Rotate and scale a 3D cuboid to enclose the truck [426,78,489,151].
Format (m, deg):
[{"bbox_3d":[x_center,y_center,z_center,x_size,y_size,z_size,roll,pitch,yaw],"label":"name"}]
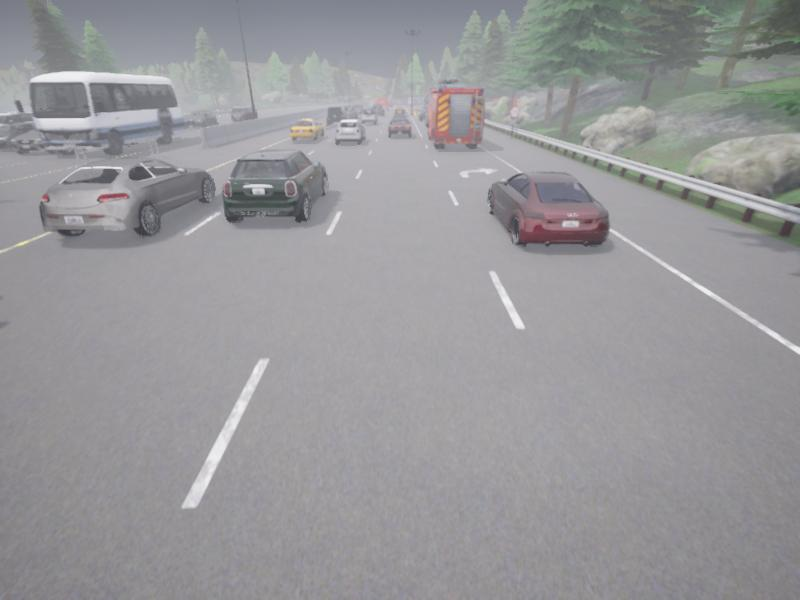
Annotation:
[{"bbox_3d":[3.490,-12.526,26.809,2.891,3.827,8.468,0,27,0],"label":"truck"}]

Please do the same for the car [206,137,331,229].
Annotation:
[{"bbox_3d":[-3.502,-3.642,11.799,2.097,1.767,4.553,0,27,0],"label":"car"}]

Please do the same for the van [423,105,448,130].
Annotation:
[{"bbox_3d":[3.484,-18.287,39.988,2.069,2.038,4.480,0,27,0],"label":"van"}]

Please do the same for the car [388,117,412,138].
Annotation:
[{"bbox_3d":[-0.012,-14.462,33.386,1.895,1.301,4.718,0,27,0],"label":"car"}]

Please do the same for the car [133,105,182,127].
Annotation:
[{"bbox_3d":[-28.021,-21.443,46.464,2.150,2.045,5.566,0,27,0],"label":"car"}]

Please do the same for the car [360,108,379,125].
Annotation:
[{"bbox_3d":[-3.518,-21.349,46.500,1.851,1.617,3.988,0,27,0],"label":"car"}]

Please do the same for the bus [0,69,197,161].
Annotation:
[{"bbox_3d":[-17.394,-11.663,24.872,3.944,4.253,10.273,0,28,0],"label":"bus"}]

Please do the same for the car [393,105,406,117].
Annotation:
[{"bbox_3d":[-0.062,-30.201,63.784,1.882,1.535,5.008,0,27,0],"label":"car"}]

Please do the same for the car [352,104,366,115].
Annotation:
[{"bbox_3d":[-7.083,-33.271,69.743,2.033,1.649,4.856,0,28,0],"label":"car"}]

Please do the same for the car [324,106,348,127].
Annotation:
[{"bbox_3d":[-7.017,-20.328,44.234,1.905,1.878,3.866,0,27,0],"label":"car"}]

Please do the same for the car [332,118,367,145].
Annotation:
[{"bbox_3d":[-3.508,-12.044,28.514,1.970,1.475,3.806,0,27,0],"label":"car"}]

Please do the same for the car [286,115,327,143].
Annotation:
[{"bbox_3d":[-7.011,-13.122,30.539,1.801,1.575,5.366,0,27,0],"label":"car"}]

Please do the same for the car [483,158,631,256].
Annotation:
[{"bbox_3d":[3.496,-2.498,9.960,1.994,1.385,4.181,0,27,0],"label":"car"}]

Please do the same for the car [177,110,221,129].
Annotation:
[{"bbox_3d":[-21.016,-19.027,42.094,2.242,1.667,4.611,0,27,0],"label":"car"}]

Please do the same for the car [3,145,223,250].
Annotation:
[{"bbox_3d":[-7.003,-2.988,10.748,2.152,1.651,5.027,0,27,0],"label":"car"}]

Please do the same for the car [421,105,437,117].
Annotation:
[{"bbox_3d":[4.452,-28.872,61.132,1.789,1.549,3.705,6,28,13],"label":"car"}]

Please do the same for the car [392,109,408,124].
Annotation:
[{"bbox_3d":[-0.018,-21.489,46.818,1.845,1.501,3.633,0,27,0],"label":"car"}]

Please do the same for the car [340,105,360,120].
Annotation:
[{"bbox_3d":[-7.038,-26.506,56.515,2.242,1.667,4.611,0,27,0],"label":"car"}]

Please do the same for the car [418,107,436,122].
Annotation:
[{"bbox_3d":[3.473,-24.323,52.300,2.038,1.542,4.974,0,27,0],"label":"car"}]

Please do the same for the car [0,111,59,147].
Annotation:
[{"bbox_3d":[-28.011,-12.309,28.664,2.150,2.045,5.566,0,27,0],"label":"car"}]

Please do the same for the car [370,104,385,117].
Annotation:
[{"bbox_3d":[-3.567,-30.693,64.636,2.242,1.667,4.611,0,27,0],"label":"car"}]

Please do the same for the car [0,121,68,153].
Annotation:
[{"bbox_3d":[-24.507,-10.628,25.923,2.007,1.525,4.514,0,27,0],"label":"car"}]

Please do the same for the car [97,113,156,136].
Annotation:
[{"bbox_3d":[-24.513,-15.881,36.145,1.882,1.535,5.008,0,28,0],"label":"car"}]

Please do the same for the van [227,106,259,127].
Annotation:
[{"bbox_3d":[-17.519,-20.654,44.879,1.775,1.987,4.442,0,27,0],"label":"van"}]

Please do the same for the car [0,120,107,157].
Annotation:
[{"bbox_3d":[-21.007,-10.008,24.573,2.152,1.651,5.027,0,27,0],"label":"car"}]
